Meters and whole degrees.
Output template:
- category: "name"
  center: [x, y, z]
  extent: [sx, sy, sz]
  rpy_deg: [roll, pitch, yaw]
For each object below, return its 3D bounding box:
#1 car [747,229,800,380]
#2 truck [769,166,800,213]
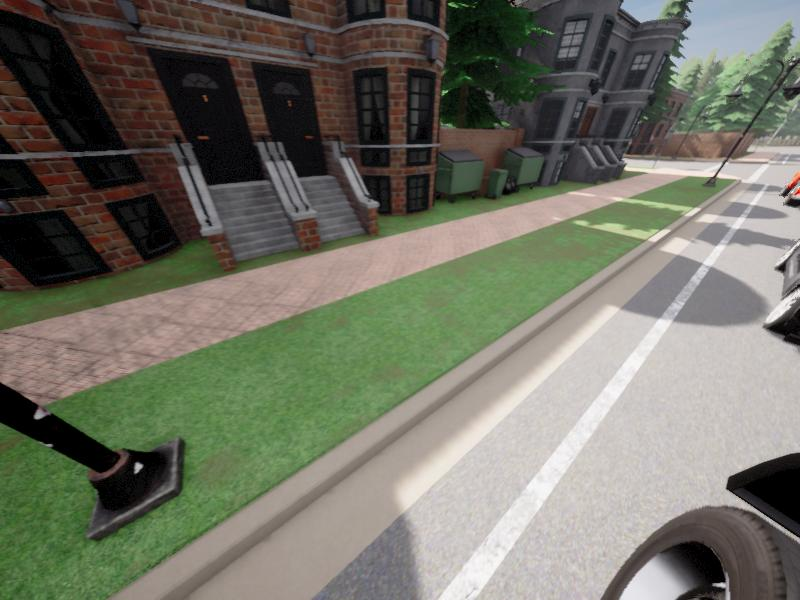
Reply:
- category: "car"
  center: [6.981, -0.361, 2.960]
  extent: [5.238, 1.638, 1.930]
  rpy_deg: [-22, 40, -28]
- category: "truck"
  center: [16.712, -4.663, 8.284]
  extent: [5.204, 2.467, 2.627]
  rpy_deg: [-22, 40, -28]
